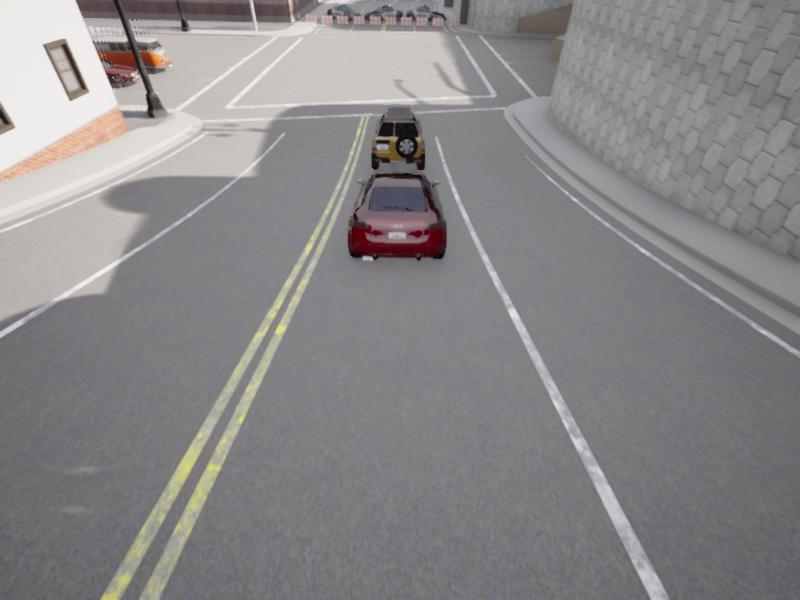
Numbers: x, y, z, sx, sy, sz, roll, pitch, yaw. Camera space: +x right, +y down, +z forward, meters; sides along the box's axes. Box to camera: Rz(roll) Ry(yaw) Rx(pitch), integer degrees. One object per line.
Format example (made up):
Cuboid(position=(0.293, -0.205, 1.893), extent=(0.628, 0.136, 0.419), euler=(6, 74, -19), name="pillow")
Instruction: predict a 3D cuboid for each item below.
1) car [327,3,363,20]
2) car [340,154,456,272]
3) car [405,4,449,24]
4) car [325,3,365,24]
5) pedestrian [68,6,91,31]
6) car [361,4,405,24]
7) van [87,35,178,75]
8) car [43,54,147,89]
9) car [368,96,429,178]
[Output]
Cuboid(position=(-6.700, -35.029, 48.540), extent=(4.536, 1.218, 1.853), euler=(33, 50, 31), name="car")
Cuboid(position=(-0.041, -2.179, 9.006), extent=(1.994, 1.385, 4.181), euler=(1, 29, 0), name="car")
Cuboid(position=(3.314, -35.219, 49.289), extent=(4.974, 1.542, 2.038), euler=(21, 45, 21), name="car")
Cuboid(position=(-6.665, -34.887, 48.617), extent=(4.974, 1.542, 2.038), euler=(33, 50, 31), name="car")
Cuboid(position=(-30.921, -27.160, 38.626), extent=(0.751, 1.860, 0.751), euler=(1, 41, 0), name="pedestrian")
Cuboid(position=(-2.058, -34.803, 48.658), extent=(4.974, 1.542, 2.038), euler=(-25, 48, -27), name="car")
Cuboid(position=(-18.048, -16.674, 27.228), extent=(4.442, 1.987, 1.775), euler=(1, 41, 0), name="van")
Cuboid(position=(-18.664, -14.102, 24.690), extent=(4.674, 1.442, 1.812), euler=(0, 41, -1), name="car")
Cuboid(position=(-0.053, -6.295, 15.105), extent=(1.932, 1.855, 4.605), euler=(1, 35, -1), name="car")
